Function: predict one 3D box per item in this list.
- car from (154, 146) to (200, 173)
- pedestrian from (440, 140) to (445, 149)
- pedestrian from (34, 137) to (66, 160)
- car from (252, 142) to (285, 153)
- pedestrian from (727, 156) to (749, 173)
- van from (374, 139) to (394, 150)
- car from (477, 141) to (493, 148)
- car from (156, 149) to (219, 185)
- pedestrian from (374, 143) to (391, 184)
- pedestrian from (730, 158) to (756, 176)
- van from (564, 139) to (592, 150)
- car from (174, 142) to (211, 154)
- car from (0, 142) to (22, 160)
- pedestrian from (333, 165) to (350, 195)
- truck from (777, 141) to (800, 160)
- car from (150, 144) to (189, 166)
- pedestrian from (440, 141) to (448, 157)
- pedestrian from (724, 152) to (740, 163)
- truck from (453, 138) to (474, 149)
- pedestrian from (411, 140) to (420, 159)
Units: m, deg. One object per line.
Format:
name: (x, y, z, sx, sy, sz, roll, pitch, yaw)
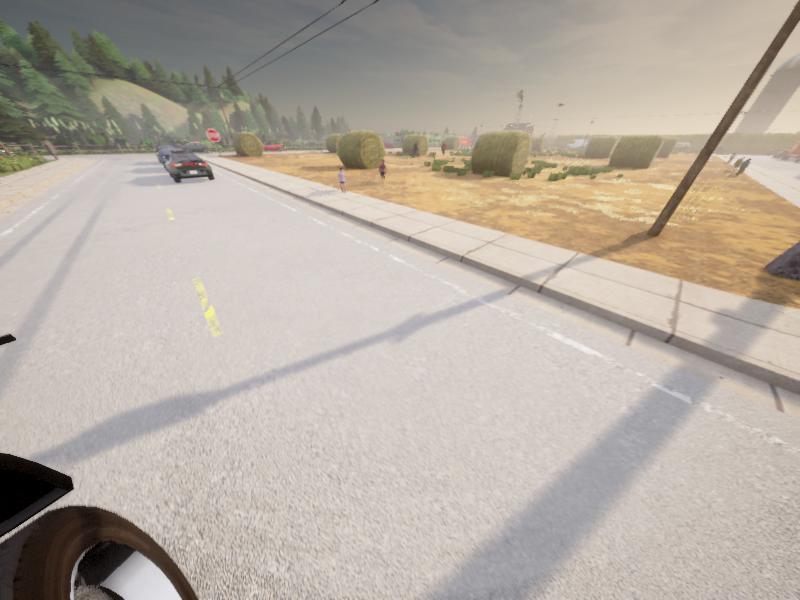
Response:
car: (-18.065, -11.417, 18.624, 1.882, 1.535, 5.008, -28, 44, -34)
pedestrian: (10.124, -36.788, 54.679, 0.751, 1.860, 0.751, -29, 45, -35)
pedestrian: (-34.003, -14.688, 22.448, 0.751, 1.860, 0.751, 14, 37, 18)
car: (-23.375, -27.260, 41.120, 4.514, 1.525, 2.007, -25, 43, -32)
pedestrian: (27.851, -11.183, 19.066, 0.500, 1.100, 0.500, 26, 42, 31)
van: (-3.734, -36.709, 54.539, 4.442, 1.987, 1.775, -25, 42, -32)
car: (26.395, -48.222, 71.649, 4.553, 1.767, 2.097, -25, 43, -32)
car: (-13.470, -8.515, 14.560, 2.038, 1.542, 4.974, -27, 44, -34)
pedestrian: (-0.951, -7.360, 12.487, 0.751, 1.860, 0.751, -7, 36, -10)
pedestrian: (25.563, -9.907, 17.206, 0.500, 1.100, 0.500, -12, 37, -17)
van: (54.853, -48.153, 71.384, 1.988, 2.561, 5.915, -27, 44, -34)
car: (-31.718, -23.307, 35.382, 3.806, 1.475, 1.970, -25, 43, -32)
car: (-43.355, -15.179, 23.536, 4.514, 1.525, 2.007, -24, 42, -31)
pedestrian: (-2.568, -5.295, 10.205, 0.500, 1.100, 0.500, -12, 37, -17)
truck: (62.956, -23.387, 36.172, 5.204, 2.467, 2.627, -28, 44, -35)
car: (-22.760, -14.368, 22.774, 2.007, 1.525, 4.514, -28, 44, -34)
pedestrian: (6.151, -21.168, 32.306, 0.751, 1.860, 0.751, 12, 37, 16)
pedestrian: (39.406, -16.909, 27.435, 0.500, 1.100, 0.500, 24, 41, 29)
truck: (18.042, -44.562, 65.687, 5.204, 2.467, 2.627, -25, 43, -32)
pedestrian: (1.883, -18.377, 28.250, 0.751, 1.860, 0.751, -10, 36, -15)
